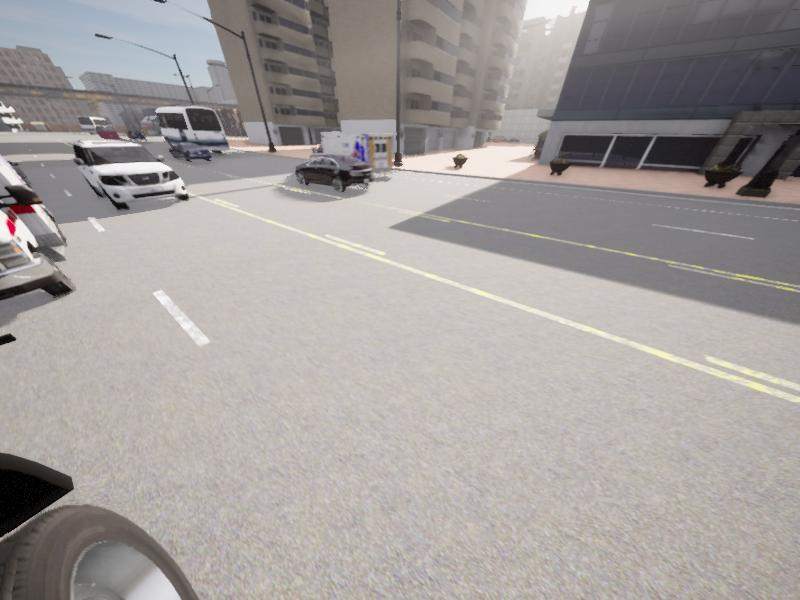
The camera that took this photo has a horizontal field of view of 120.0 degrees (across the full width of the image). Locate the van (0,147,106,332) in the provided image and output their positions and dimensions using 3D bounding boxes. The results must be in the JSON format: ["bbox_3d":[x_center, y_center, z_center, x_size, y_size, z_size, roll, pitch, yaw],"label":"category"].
[{"bbox_3d":[-8.245,-1.582,3.976,6.366,2.431,2.351,23,41,29],"label":"van"}]

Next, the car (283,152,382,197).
[{"bbox_3d":[-3.546,-6.716,12.078,4.902,1.511,2.128,23,41,29],"label":"car"}]

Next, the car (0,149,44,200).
[{"bbox_3d":[-18.400,-5.653,10.257,4.902,1.511,2.128,24,42,28],"label":"car"}]

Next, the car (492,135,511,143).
[{"bbox_3d":[30.101,-47.739,68.505,4.553,1.767,2.097,25,42,29],"label":"car"}]

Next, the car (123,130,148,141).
[{"bbox_3d":[-46.046,-28.680,40.207,3.633,1.501,1.845,24,42,28],"label":"car"}]

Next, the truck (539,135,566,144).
[{"bbox_3d":[45.820,-48.277,69.423,6.274,2.098,2.390,25,42,29],"label":"truck"}]

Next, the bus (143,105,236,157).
[{"bbox_3d":[-24.578,-19.766,26.968,10.273,4.253,3.944,25,42,27],"label":"bus"}]

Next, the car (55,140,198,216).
[{"bbox_3d":[-10.978,-5.135,9.268,5.566,2.045,2.150,23,41,28],"label":"car"}]

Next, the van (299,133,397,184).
[{"bbox_3d":[-3.449,-9.565,15.305,6.366,2.431,2.351,24,41,29],"label":"van"}]

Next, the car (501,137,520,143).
[{"bbox_3d":[34.877,-50.484,72.873,4.718,1.301,1.895,25,42,29],"label":"car"}]

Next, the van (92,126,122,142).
[{"bbox_3d":[-47.281,-26.865,37.281,4.442,1.987,1.775,24,42,28],"label":"van"}]

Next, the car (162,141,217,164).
[{"bbox_3d":[-19.714,-13.859,21.611,5.357,1.411,2.033,25,42,28],"label":"car"}]
